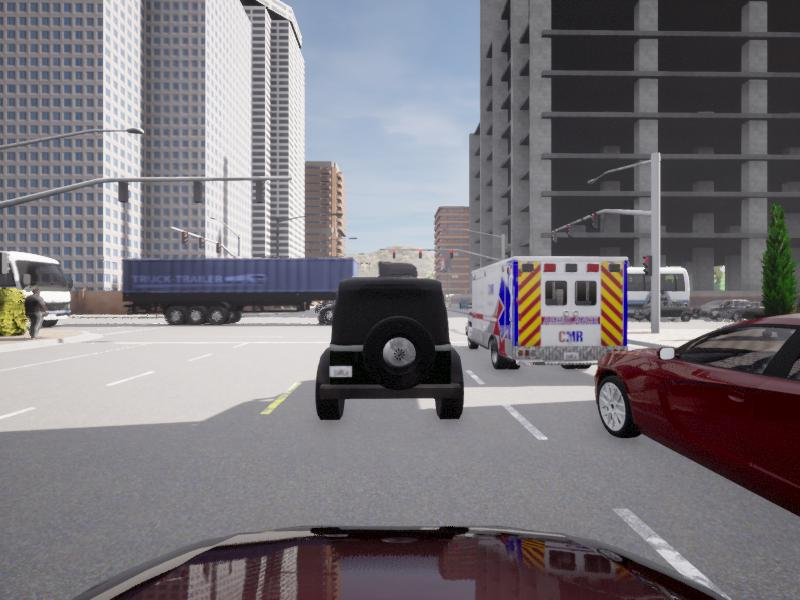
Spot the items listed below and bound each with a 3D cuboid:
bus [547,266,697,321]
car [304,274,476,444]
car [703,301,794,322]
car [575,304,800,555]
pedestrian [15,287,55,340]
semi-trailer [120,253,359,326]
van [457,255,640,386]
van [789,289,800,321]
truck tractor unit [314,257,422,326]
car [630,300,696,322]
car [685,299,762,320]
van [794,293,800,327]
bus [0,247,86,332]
[{"bbox_3d":[18.010,-0.535,33.064,10.273,4.253,3.944,0,0,-1],"label":"bus"},{"bbox_3d":[-0.157,0.646,6.375,1.905,1.878,3.866,0,0,-2],"label":"car"},{"bbox_3d":[25.877,0.836,29.830,4.902,1.511,2.128,0,0,-1],"label":"car"},{"bbox_3d":[3.422,0.823,3.069,1.882,1.535,5.008,0,0,-1],"label":"car"},{"bbox_3d":[-13.147,0.485,14.421,0.751,1.860,0.751,0,0,8],"label":"pedestrian"},{"bbox_3d":[-9.880,-0.617,25.691,14.254,4.402,2.717,0,0,-1],"label":"semi-trailer"},{"bbox_3d":[3.229,0.378,10.624,2.351,2.431,6.366,0,0,-2],"label":"van"},{"bbox_3d":[33.479,0.378,29.976,6.366,2.431,2.351,0,0,-1],"label":"van"},{"bbox_3d":[-1.966,-0.521,25.812,6.516,4.208,3.053,0,0,-1],"label":"truck tractor unit"},{"bbox_3d":[19.451,0.815,29.711,3.705,1.549,1.789,0,0,-1],"label":"car"},{"bbox_3d":[26.870,0.756,33.351,4.611,1.667,2.242,0,0,-1],"label":"car"},{"bbox_3d":[25.578,0.598,22.825,4.442,1.987,1.775,0,0,-1],"label":"van"},{"bbox_3d":[-24.028,-0.535,22.015,10.273,4.253,3.944,0,0,-1],"label":"bus"}]
